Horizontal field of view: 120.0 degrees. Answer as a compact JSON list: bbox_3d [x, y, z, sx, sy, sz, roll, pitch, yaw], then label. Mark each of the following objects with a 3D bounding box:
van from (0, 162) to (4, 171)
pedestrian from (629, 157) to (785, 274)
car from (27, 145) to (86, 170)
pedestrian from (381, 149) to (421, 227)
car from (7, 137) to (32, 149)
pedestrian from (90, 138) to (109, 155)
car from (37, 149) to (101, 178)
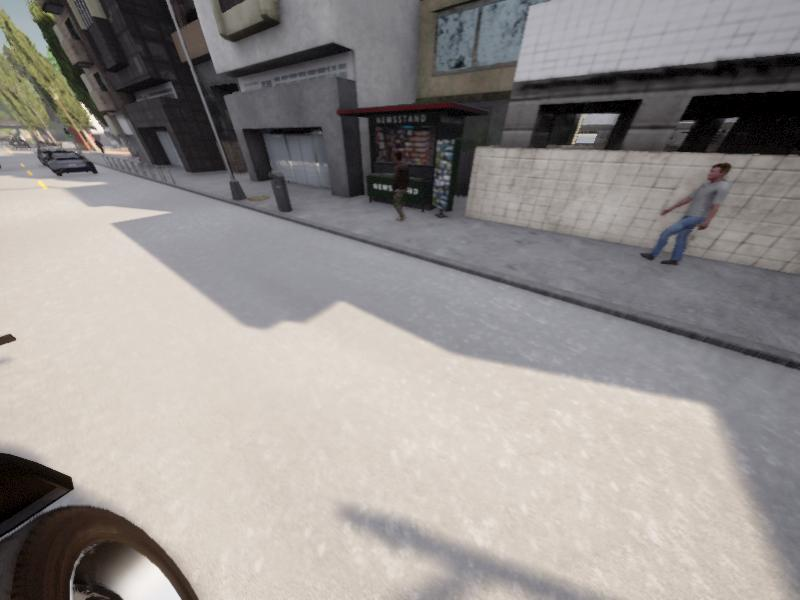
[{"bbox_3d":[-33.979,-11.722,18.055,5.915,2.561,1.988,22,41,28],"label":"van"},{"bbox_3d":[5.408,-1.541,4.302,0.751,1.860,0.751,14,37,18],"label":"pedestrian"},{"bbox_3d":[-29.392,-12.271,19.751,4.514,1.525,2.007,22,41,28],"label":"car"},{"bbox_3d":[0.032,-3.186,6.592,0.751,1.860,0.751,20,40,26],"label":"pedestrian"},{"bbox_3d":[-77.601,-32.031,47.081,4.605,1.855,1.932,22,41,28],"label":"car"},{"bbox_3d":[-39.823,-20.383,30.660,0.751,1.860,0.751,26,43,32],"label":"pedestrian"},{"bbox_3d":[-23.413,-9.739,16.346,4.181,1.385,1.994,24,41,30],"label":"car"}]
